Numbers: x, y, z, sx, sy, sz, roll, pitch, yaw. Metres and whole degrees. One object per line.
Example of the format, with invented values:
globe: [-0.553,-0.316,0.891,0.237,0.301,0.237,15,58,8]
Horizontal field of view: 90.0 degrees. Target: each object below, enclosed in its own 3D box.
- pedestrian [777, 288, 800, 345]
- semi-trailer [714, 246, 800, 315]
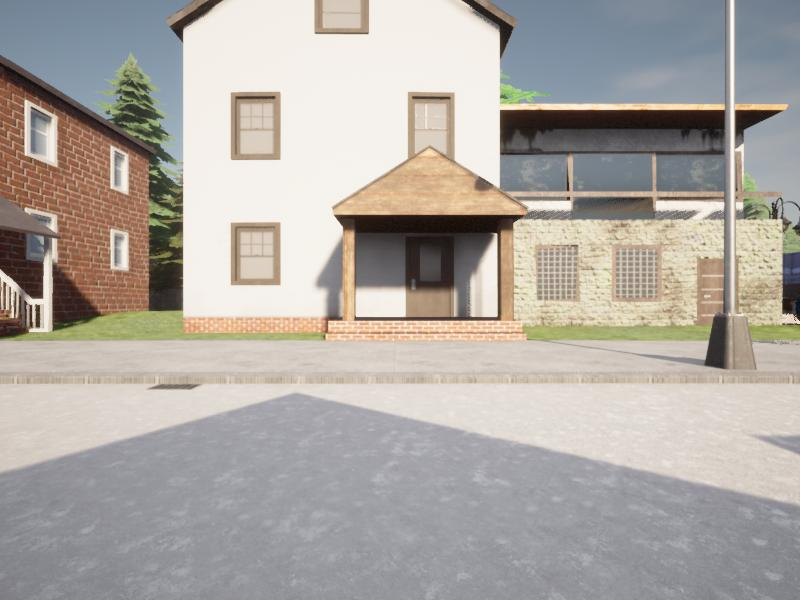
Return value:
pedestrian: [7.899,0.313,7.867,0.500,1.100,0.500,0,0,2]
semi-trailer: [26.911,-1.219,25.332,2.717,4.402,14.254,0,0,-1]
